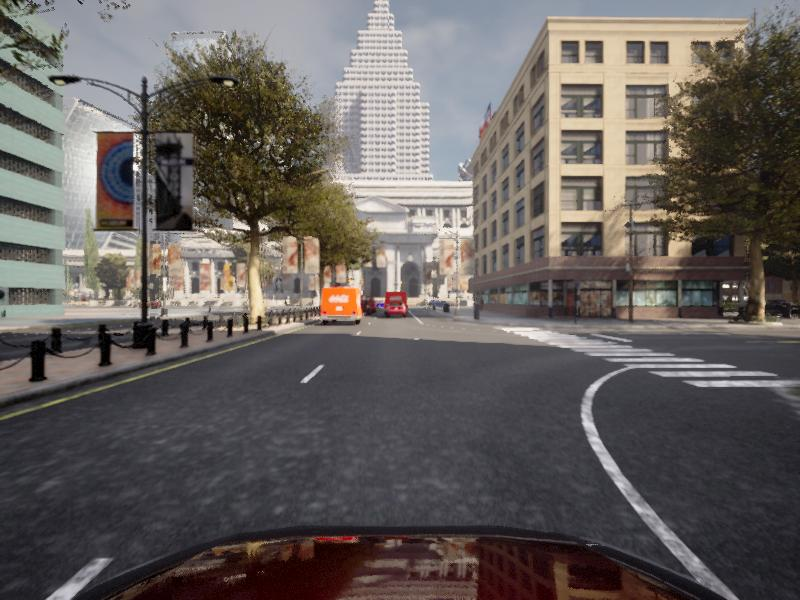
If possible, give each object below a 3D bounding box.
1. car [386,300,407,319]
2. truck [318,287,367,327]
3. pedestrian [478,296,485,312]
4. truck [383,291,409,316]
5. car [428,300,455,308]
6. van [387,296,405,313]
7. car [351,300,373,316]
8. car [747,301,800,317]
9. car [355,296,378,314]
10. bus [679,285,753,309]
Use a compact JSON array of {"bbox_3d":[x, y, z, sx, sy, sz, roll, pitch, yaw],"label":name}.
[{"bbox_3d":[-0.332,0.773,36.037,1.851,1.617,3.988,0,0,-1],"label":"car"},{"bbox_3d":[-3.778,0.366,27.325,2.627,2.467,5.204,0,1,-1],"label":"truck"},{"bbox_3d":[9.204,0.466,45.285,0.751,1.860,0.751,0,0,4],"label":"pedestrian"},{"bbox_3d":[-0.419,0.339,42.796,2.627,2.467,5.204,0,0,0],"label":"truck"},{"bbox_3d":[7.820,0.737,75.607,4.856,1.649,2.033,0,0,0],"label":"car"},{"bbox_3d":[-0.478,0.550,49.923,2.069,2.038,4.480,0,0,0],"label":"van"},{"bbox_3d":[-3.901,0.771,41.536,1.851,1.617,3.988,0,0,0],"label":"car"},{"bbox_3d":[37.580,0.820,39.566,2.128,1.511,4.902,0,0,-1],"label":"car"},{"bbox_3d":[-3.986,0.548,48.304,2.150,2.045,5.566,0,0,1],"label":"car"},{"bbox_3d":[57.127,-0.568,72.457,10.273,4.253,3.944,0,0,0],"label":"bus"}]
